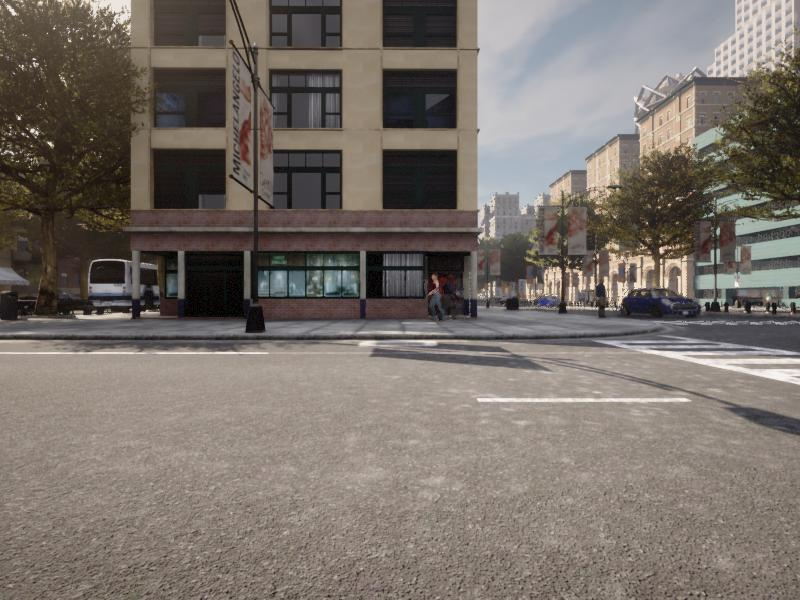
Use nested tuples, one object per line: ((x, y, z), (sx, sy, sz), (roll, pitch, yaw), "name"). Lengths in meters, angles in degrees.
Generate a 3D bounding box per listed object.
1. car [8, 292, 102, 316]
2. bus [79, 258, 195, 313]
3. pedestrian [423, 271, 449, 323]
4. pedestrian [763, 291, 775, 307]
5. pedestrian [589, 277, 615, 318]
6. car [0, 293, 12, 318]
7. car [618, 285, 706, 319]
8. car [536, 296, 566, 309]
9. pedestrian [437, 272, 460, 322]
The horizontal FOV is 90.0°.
((-23.034, 0.236, 27.050), (2.128, 1.511, 4.902), (0, 0, -1), "car")
((-23.249, -1.134, 36.536), (3.944, 4.253, 10.273), (0, 0, 0), "bus")
((1.323, -0.115, 14.707), (0.751, 1.860, 0.751), (0, 0, -15), "pedestrian")
((43.792, -0.115, 47.529), (0.751, 1.860, 0.751), (0, 0, -11), "pedestrian")
((9.334, -0.115, 18.472), (0.751, 1.860, 0.751), (0, 0, -20), "pedestrian")
((-23.088, 0.295, 20.081), (2.033, 1.411, 5.357), (0, 0, 0), "car")
((14.897, 0.095, 23.122), (2.097, 1.767, 4.553), (0, 0, 0), "car")
((18.265, 0.269, 48.589), (1.812, 1.442, 4.674), (0, 0, 0), "car")
((1.874, -0.115, 15.419), (0.751, 1.860, 0.751), (0, 0, -4), "pedestrian")
